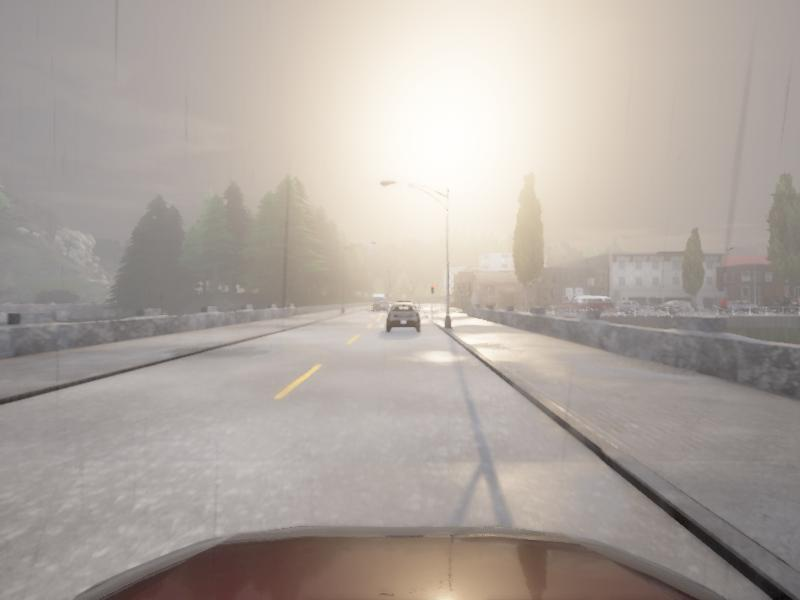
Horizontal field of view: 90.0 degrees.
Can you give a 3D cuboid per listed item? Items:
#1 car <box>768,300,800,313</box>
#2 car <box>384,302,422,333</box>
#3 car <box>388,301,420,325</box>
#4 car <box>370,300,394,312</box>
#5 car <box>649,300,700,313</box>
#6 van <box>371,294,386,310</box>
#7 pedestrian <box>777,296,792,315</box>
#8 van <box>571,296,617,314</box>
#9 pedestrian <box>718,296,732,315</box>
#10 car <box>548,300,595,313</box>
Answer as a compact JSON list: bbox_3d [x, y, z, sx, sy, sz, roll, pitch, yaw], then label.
[{"bbox_3d":[50.047,0.759,50.600,5.238,1.638,1.930,0,0,1],"label":"car"},{"bbox_3d":[0.185,0.847,21.191,1.816,1.474,4.193,0,0,1],"label":"car"},{"bbox_3d":[0.259,0.817,27.791,2.038,1.542,4.974,0,0,1],"label":"car"},{"bbox_3d":[-2.402,0.811,53.293,2.007,1.525,4.514,0,0,-18],"label":"car"},{"bbox_3d":[34.772,0.757,50.759,5.238,1.638,1.930,0,0,0],"label":"car"},{"bbox_3d":[-3.357,0.306,63.395,1.988,2.561,5.915,0,0,1],"label":"van"},{"bbox_3d":[37.565,0.526,39.069,0.751,1.860,0.751,0,0,7],"label":"pedestrian"},{"bbox_3d":[22.686,0.557,46.900,4.480,2.038,2.069,0,0,1],"label":"van"},{"bbox_3d":[31.057,0.526,38.268,0.751,1.860,0.751,0,0,-3],"label":"pedestrian"},{"bbox_3d":[21.751,0.766,50.895,5.027,1.651,2.152,0,0,1],"label":"car"}]
